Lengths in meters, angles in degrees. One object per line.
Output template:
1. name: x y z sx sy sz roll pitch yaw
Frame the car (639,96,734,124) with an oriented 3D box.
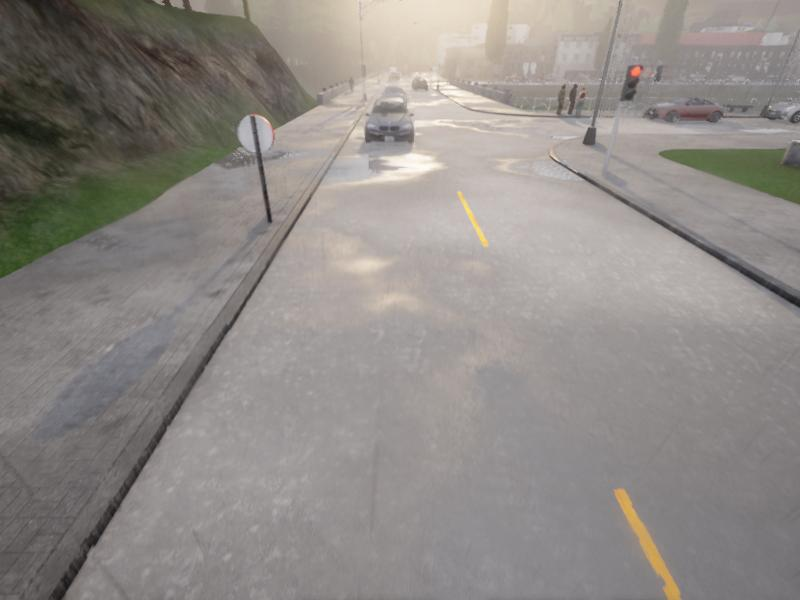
1. car: 17.616 -11.790 24.770 4.181 1.385 1.994 -1 30 -1

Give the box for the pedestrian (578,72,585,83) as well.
1. pedestrian: 34.133 -41.922 75.431 0.751 1.860 0.751 8 31 14

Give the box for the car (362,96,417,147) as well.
1. car: -0.474 -8.430 18.683 2.242 1.667 4.611 0 30 -1

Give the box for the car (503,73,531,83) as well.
1. car: 23.739 -45.162 81.404 5.027 1.651 2.152 0 30 -1

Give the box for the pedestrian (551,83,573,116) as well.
1. pedestrian: 10.716 -13.275 26.503 0.751 1.860 0.751 -18 35 -28

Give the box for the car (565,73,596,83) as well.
1. car: 36.759 -45.246 81.575 5.238 1.638 1.930 0 30 -1

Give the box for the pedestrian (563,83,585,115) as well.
1. pedestrian: 11.589 -13.424 26.760 0.751 1.860 0.751 -2 30 -4

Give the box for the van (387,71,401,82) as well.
1. van: -1.304 -47.053 84.130 2.069 2.038 4.480 -7 31 -12

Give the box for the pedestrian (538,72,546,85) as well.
1. pedestrian: 24.986 -38.931 70.309 0.751 1.860 0.751 0 30 0

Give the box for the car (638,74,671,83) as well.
1. car: 52.033 -45.336 81.783 5.238 1.638 1.930 0 30 -1

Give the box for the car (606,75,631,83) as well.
1. car: 44.532 -45.185 81.744 3.806 1.475 1.970 0 30 -1

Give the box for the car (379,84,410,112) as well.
1. car: -0.501 -16.083 31.767 2.033 1.649 4.856 -3 30 -4

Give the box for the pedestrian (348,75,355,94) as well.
1. pedestrian: -5.674 -25.348 47.049 0.751 1.860 0.751 -3 31 -6

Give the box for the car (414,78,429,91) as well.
1. car: 2.923 -29.827 55.346 1.816 1.474 4.193 0 30 -1

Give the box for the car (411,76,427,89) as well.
1. car: 2.832 -33.191 61.023 2.038 1.542 4.974 0 30 -1

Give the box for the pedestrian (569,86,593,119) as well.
1. pedestrian: 11.675 -12.753 25.857 0.751 1.860 0.751 -4 31 -7

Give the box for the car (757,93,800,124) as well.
1. car: 25.510 -11.898 24.828 4.514 1.525 2.007 0 30 -1
